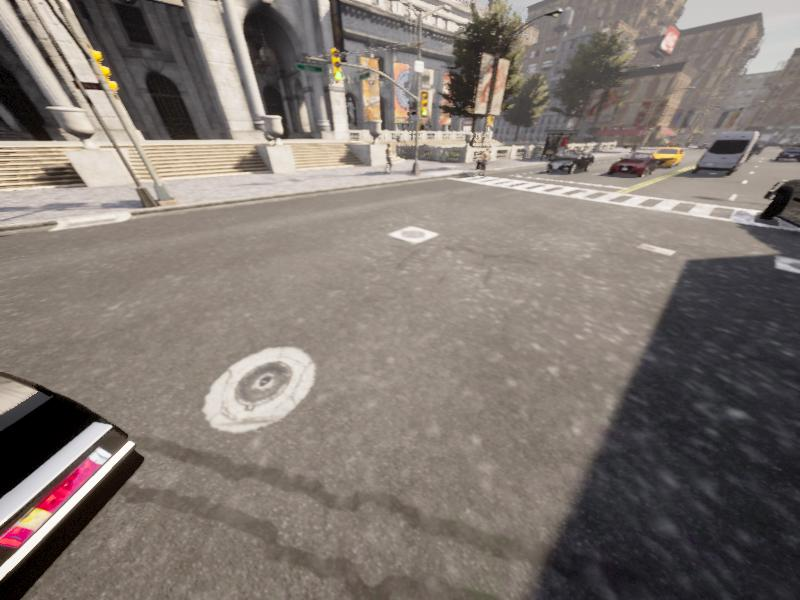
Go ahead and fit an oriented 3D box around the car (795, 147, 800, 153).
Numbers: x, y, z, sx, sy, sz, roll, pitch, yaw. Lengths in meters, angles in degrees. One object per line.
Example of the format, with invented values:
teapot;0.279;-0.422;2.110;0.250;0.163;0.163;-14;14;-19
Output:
car;69.904;-25.800;38.874;3.988;1.617;1.851;-11;36;-15

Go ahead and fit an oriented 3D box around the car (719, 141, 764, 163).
car;37.298;-16.258;25.259;3.866;1.878;1.905;-23;41;-29

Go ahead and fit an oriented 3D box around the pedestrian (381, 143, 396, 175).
pedestrian;-0.798;-9.963;16.296;0.751;1.860;0.751;-26;42;-31

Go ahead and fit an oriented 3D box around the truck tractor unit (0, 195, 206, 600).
truck tractor unit;-5.351;0.111;0.183;6.516;4.208;3.053;4;35;6

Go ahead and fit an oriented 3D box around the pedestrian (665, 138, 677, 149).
pedestrian;58.265;-33.689;49.711;0.751;1.860;0.751;-18;39;-24

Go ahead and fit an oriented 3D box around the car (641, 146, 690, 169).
car;24.451;-13.158;21.244;5.008;1.535;1.882;-24;42;-30

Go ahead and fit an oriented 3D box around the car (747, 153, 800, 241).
car;11.973;-2.484;5.798;1.932;1.855;4.605;20;40;29

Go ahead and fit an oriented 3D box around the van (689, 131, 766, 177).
van;24.529;-11.006;17.294;5.915;2.561;1.988;-23;41;-29

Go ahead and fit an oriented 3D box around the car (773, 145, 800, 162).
car;43.803;-16.394;25.764;4.193;1.474;1.816;-23;41;-29

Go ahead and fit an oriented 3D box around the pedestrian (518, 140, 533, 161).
pedestrian;13.843;-16.498;25.512;0.751;1.860;0.751;-18;39;-23

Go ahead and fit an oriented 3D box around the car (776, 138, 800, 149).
car;84.296;-33.186;49.074;4.605;1.855;1.932;-1;35;0

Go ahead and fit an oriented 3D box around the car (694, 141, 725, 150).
car;66.828;-33.415;49.909;4.674;1.452;2.002;-10;36;-14

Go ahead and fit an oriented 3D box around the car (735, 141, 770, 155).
car;54.854;-23.650;35.911;5.027;1.651;2.152;-22;40;-28

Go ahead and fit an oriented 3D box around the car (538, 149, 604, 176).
car;13.292;-10.742;17.907;4.902;1.511;2.128;-23;41;-29

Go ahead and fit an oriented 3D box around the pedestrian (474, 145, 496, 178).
pedestrian;5.782;-9.413;15.721;0.751;1.860;0.751;-17;38;-22

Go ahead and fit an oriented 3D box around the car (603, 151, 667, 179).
car;16.750;-9.677;16.481;4.181;1.385;1.994;-23;41;-29
